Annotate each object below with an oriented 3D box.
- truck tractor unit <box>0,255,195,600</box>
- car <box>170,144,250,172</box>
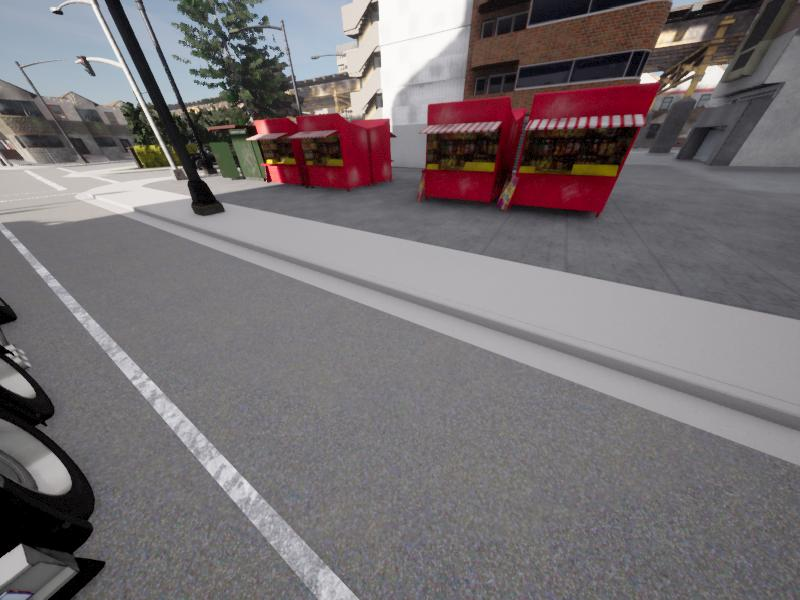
[{"bbox_3d":[-5.097,-0.314,0.801,6.516,4.208,3.053,19,39,25],"label":"truck tractor unit"},{"bbox_3d":[-19.116,-14.655,23.664,2.150,2.045,5.566,18,39,26],"label":"car"}]
